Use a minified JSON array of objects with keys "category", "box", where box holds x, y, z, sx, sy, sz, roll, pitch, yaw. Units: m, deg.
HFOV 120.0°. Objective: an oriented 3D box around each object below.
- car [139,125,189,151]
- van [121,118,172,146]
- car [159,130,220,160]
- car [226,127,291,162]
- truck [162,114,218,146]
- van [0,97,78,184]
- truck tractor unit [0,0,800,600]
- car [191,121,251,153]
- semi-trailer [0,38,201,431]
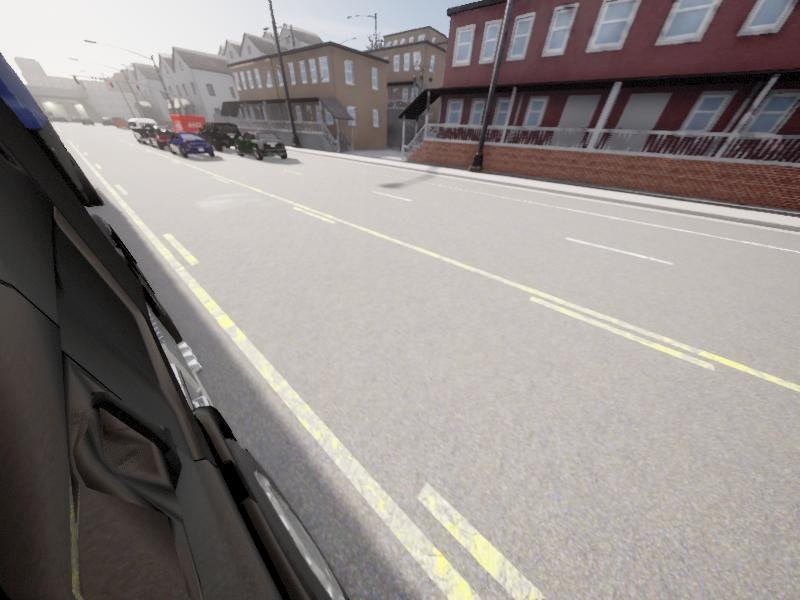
[{"category":"car","box":[-20.436,-14.067,20.005,3.988,1.617,1.851,28,43,30]},{"category":"van","box":[-25.140,-16.726,22.930,4.480,2.038,2.069,28,43,30]},{"category":"car","box":[-15.181,-11.218,16.634,4.674,1.442,1.812,28,43,30]},{"category":"car","box":[-10.511,-11.620,17.179,4.553,1.767,2.097,28,43,30]},{"category":"truck","box":[-22.160,-17.950,24.409,5.204,2.467,2.627,29,44,31]},{"category":"van","box":[-16.414,-6.907,9.818,5.915,2.561,1.988,28,43,30]},{"category":"truck tractor unit","box":[-2.645,-0.295,0.351,6.516,4.208,3.053,28,44,30]},{"category":"car","box":[-16.069,-14.640,20.687,5.566,2.045,2.150,28,43,30]},{"category":"semi-trailer","box":[-8.695,-3.593,4.251,14.254,4.402,2.717,28,43,30]}]
